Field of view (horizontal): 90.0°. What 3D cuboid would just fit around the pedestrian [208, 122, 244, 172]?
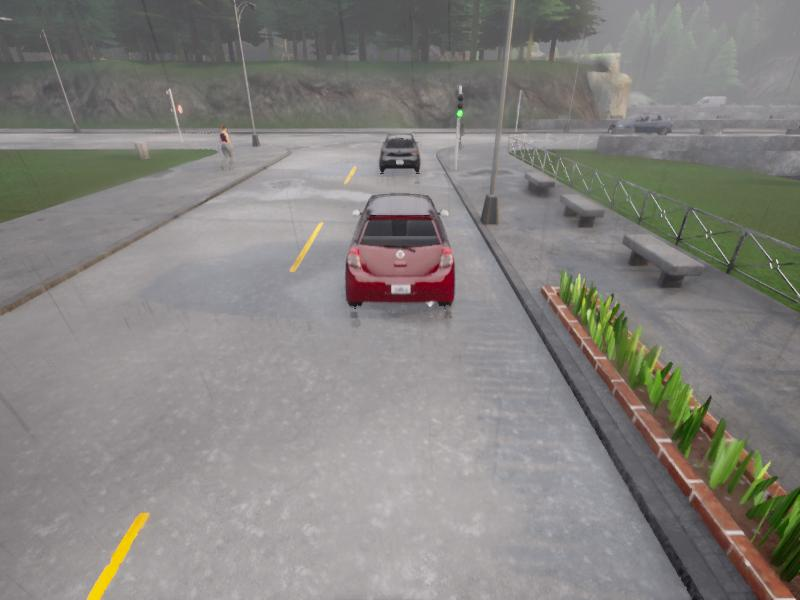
[{"bbox_3d":[-7.282,-6.430,16.784,0.751,1.860,0.751,11,29,20],"label":"pedestrian"}]

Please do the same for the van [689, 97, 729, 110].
[{"bbox_3d":[64.276,-40.924,83.302,5.915,2.561,1.988,0,27,0],"label":"van"}]

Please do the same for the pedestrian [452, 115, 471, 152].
[{"bbox_3d":[3.451,-9.420,22.571,0.751,1.860,0.751,-7,28,-13],"label":"pedestrian"}]

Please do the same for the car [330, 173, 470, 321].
[{"bbox_3d":[0.002,-1.193,7.246,1.845,1.501,3.633,0,27,0],"label":"car"}]

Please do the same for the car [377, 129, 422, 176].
[{"bbox_3d":[0.001,-6.791,18.184,1.816,1.474,4.193,0,27,0],"label":"car"}]

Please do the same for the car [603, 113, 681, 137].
[{"bbox_3d":[19.435,-14.194,32.356,4.611,1.667,2.242,0,27,0],"label":"car"}]

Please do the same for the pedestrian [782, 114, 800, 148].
[{"bbox_3d":[23.959,-10.110,23.931,0.751,1.860,0.751,0,27,0],"label":"pedestrian"}]
